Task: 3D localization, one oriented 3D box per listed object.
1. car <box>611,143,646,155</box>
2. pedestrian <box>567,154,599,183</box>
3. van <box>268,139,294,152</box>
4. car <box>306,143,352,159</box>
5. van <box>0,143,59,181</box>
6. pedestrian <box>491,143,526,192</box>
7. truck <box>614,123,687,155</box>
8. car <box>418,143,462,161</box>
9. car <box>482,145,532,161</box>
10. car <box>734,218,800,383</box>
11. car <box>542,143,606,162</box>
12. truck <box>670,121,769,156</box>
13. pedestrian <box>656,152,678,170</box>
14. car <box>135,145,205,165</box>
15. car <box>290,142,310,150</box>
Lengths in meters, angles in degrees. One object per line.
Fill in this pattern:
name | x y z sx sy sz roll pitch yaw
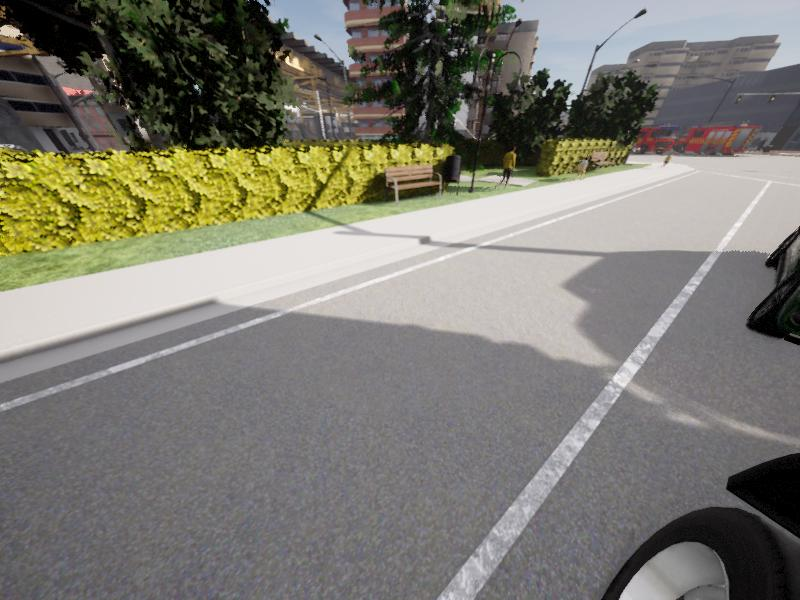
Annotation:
car | 35.326 -23.506 35.896 1.970 1.475 3.806 6 35 9
pedestrian | 10.081 -7.295 12.767 0.751 1.300 0.751 -18 39 -23
van | -23.873 -31.172 46.557 2.069 2.038 4.480 6 36 9
car | -9.196 -19.444 30.168 5.027 1.651 2.152 6 36 9
van | -27.309 -9.136 15.305 2.069 2.038 4.480 6 35 8
pedestrian | 4.908 -6.031 10.525 0.751 1.860 0.751 -29 44 -34
truck | 39.225 -25.620 36.883 2.891 3.827 8.468 6 35 8
car | 4.808 -17.943 27.937 5.027 1.651 2.152 6 36 9
car | 12.264 -17.101 26.809 4.792 1.488 2.163 6 36 9
car | 7.062 -0.555 2.877 5.566 2.045 2.150 -22 41 -28
car | 19.078 -16.440 25.698 5.027 1.651 2.152 6 36 9
truck | 45.680 -23.486 33.765 2.891 3.827 8.468 6 35 8
pedestrian | 20.057 -10.478 17.379 0.500 1.100 0.500 -12 37 -16
car | -25.053 -16.059 25.516 1.801 1.575 5.366 6 36 9
car | -22.620 -34.831 52.324 1.994 1.385 4.181 6 36 9
